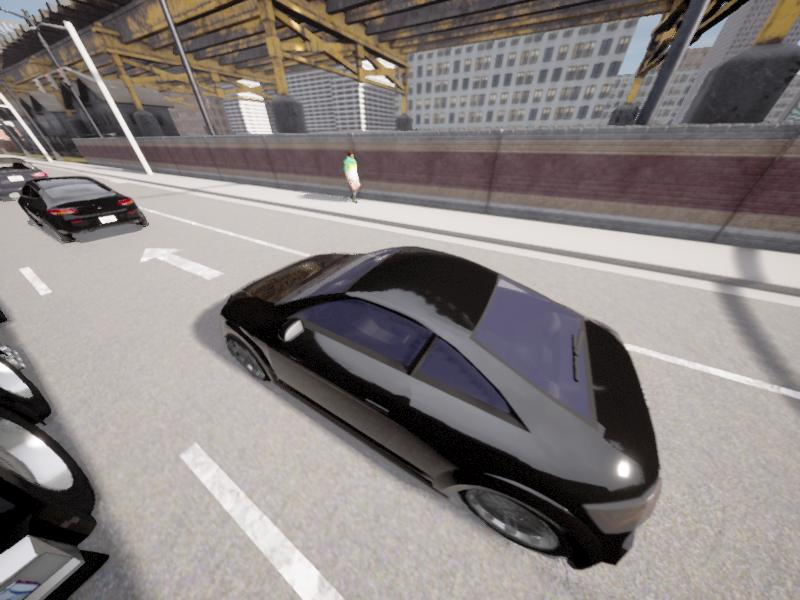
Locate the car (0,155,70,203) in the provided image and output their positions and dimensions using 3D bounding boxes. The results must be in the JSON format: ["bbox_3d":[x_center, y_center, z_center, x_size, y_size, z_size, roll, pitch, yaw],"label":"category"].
[{"bbox_3d":[-19.592,-6.176,11.587,4.611,1.667,2.242,18,39,24],"label":"car"}]

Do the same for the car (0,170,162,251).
[{"bbox_3d":[-9.850,-2.950,7.063,4.674,1.442,1.812,18,39,24],"label":"car"}]

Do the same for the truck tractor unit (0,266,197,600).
[{"bbox_3d":[-5.113,-0.298,0.773,6.516,4.208,3.053,18,39,24],"label":"truck tractor unit"}]

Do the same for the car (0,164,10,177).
[{"bbox_3d":[-34.259,-10.830,18.545,4.902,1.511,2.128,18,39,24],"label":"car"}]

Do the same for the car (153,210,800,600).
[{"bbox_3d":[-0.076,0.226,2.478,4.181,1.385,1.994,18,39,24],"label":"car"}]

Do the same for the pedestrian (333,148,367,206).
[{"bbox_3d":[-1.872,-4.727,8.870,0.751,1.860,0.751,18,39,24],"label":"pedestrian"}]
